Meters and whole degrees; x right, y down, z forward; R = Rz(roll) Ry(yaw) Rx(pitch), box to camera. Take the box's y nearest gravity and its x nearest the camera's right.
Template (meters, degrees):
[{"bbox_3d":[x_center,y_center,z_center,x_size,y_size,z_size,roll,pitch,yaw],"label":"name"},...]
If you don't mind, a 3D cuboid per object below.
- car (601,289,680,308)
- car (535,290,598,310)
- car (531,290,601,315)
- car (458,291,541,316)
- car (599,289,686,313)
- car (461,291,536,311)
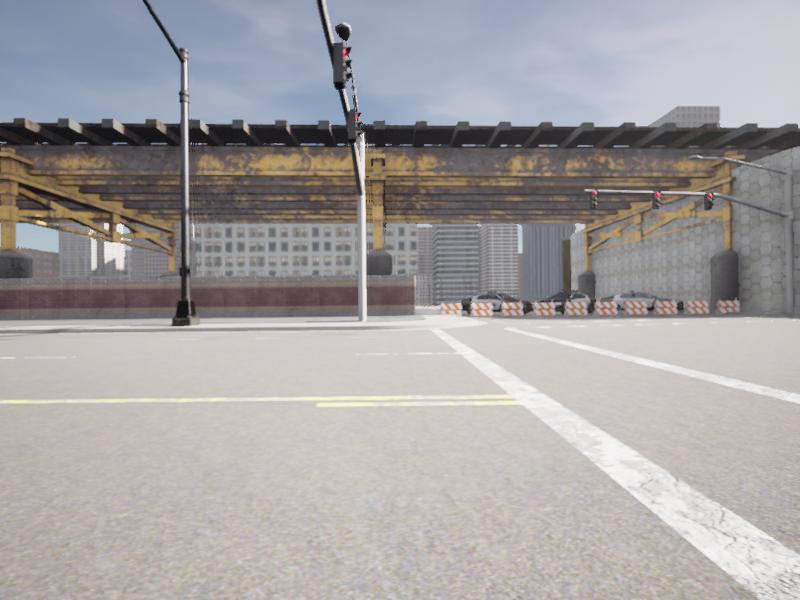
[{"bbox_3d":[16.499,-0.046,27.657,4.536,1.218,1.853,-1,0,29],"label":"car"},{"bbox_3d":[11.220,0.007,26.877,4.536,1.218,1.853,0,0,-36],"label":"car"},{"bbox_3d":[11.180,0.165,26.845,4.974,1.542,2.038,0,0,-36],"label":"car"},{"bbox_3d":[6.572,0.213,26.837,4.974,1.542,2.038,-1,0,44],"label":"car"},{"bbox_3d":[16.547,0.111,27.632,4.974,1.542,2.038,-1,0,29],"label":"car"},{"bbox_3d":[6.532,0.056,26.873,4.536,1.218,1.853,-1,0,44],"label":"car"}]
